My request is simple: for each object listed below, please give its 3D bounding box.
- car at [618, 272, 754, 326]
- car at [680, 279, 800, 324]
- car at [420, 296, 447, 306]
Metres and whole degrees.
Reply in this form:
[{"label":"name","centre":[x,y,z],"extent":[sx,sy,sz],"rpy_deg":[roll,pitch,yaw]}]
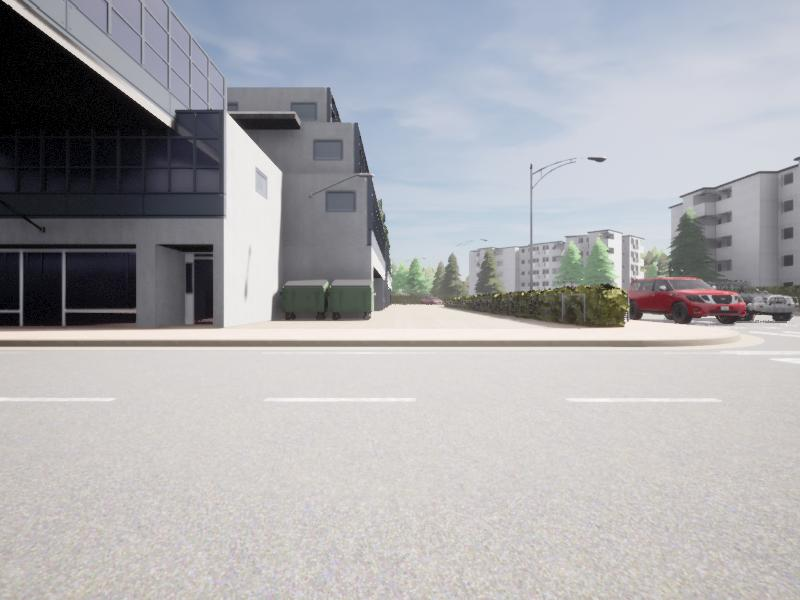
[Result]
[{"label":"car","centre":[12.393,-0.031,18.012],"extent":[2.150,2.045,5.566],"rpy_deg":[0,0,0]},{"label":"car","centre":[15.895,0.051,19.023],"extent":[1.932,1.855,4.605],"rpy_deg":[0,0,0]},{"label":"car","centre":[5.601,0.201,67.993],"extent":[2.242,1.667,4.611],"rpy_deg":[0,1,-33]}]
